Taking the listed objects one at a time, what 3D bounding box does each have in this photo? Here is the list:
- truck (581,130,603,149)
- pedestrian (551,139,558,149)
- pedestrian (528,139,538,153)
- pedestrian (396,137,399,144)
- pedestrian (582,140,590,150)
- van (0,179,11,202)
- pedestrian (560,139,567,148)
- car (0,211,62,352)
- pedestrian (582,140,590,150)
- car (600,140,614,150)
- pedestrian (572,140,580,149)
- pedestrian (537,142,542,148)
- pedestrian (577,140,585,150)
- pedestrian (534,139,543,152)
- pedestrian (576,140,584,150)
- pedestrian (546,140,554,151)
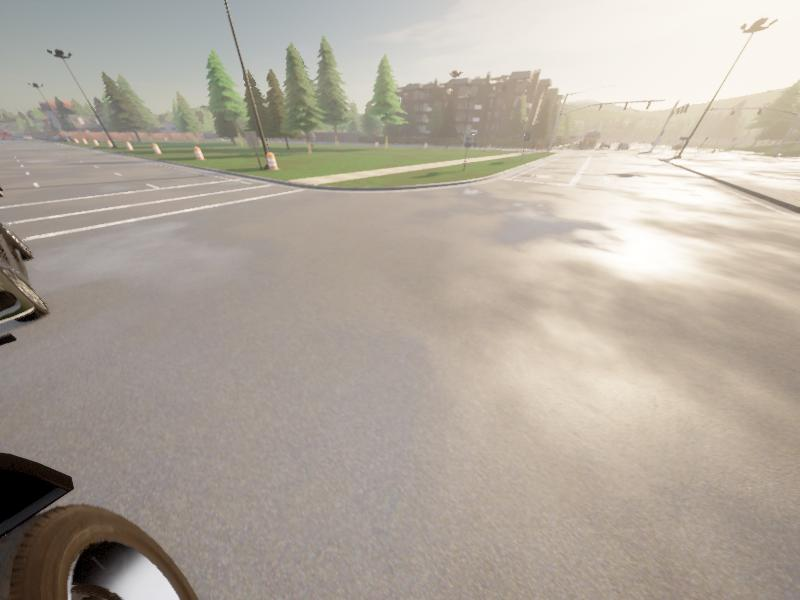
[{"bbox_3d":[49.142,-41.101,59.233,2.891,3.827,8.468,22,41,28],"label":"truck"},{"bbox_3d":[36.618,-36.993,54.663,0.751,1.860,0.751,23,41,28],"label":"pedestrian"},{"bbox_3d":[22.153,-25.585,38.369,0.751,1.860,0.751,25,42,30],"label":"pedestrian"},{"bbox_3d":[-0.949,-54.844,79.315,0.751,1.860,0.751,24,41,29],"label":"pedestrian"},{"bbox_3d":[42.876,-35.719,53.216,0.751,1.860,0.751,18,39,23],"label":"pedestrian"},{"bbox_3d":[-17.938,-5.127,9.151,4.442,1.987,1.775,22,41,28],"label":"van"},{"bbox_3d":[39.139,-37.354,55.190,0.751,1.860,0.751,18,39,23],"label":"pedestrian"},{"bbox_3d":[-7.410,-0.598,3.224,5.027,1.651,2.152,23,41,28],"label":"car"},{"bbox_3d":[43.434,-36.208,53.914,0.751,1.860,0.751,14,37,18],"label":"pedestrian"},{"bbox_3d":[50.656,-38.016,56.598,1.905,1.878,3.866,22,41,28],"label":"car"},{"bbox_3d":[42.127,-37.141,55.211,0.751,1.860,0.751,24,42,30],"label":"pedestrian"},{"bbox_3d":[35.288,-39.177,58.382,0.500,1.100,0.500,26,43,32],"label":"pedestrian"},{"bbox_3d":[42.635,-36.585,54.434,0.751,1.860,0.751,21,40,26],"label":"pedestrian"},{"bbox_3d":[24.559,-27.338,40.875,0.751,1.860,0.751,24,42,29],"label":"pedestrian"},{"bbox_3d":[41.947,-36.142,53.800,0.751,1.860,0.751,25,42,30],"label":"pedestrian"},{"bbox_3d":[31.653,-32.700,48.799,0.751,1.860,0.751,25,42,30],"label":"pedestrian"}]
